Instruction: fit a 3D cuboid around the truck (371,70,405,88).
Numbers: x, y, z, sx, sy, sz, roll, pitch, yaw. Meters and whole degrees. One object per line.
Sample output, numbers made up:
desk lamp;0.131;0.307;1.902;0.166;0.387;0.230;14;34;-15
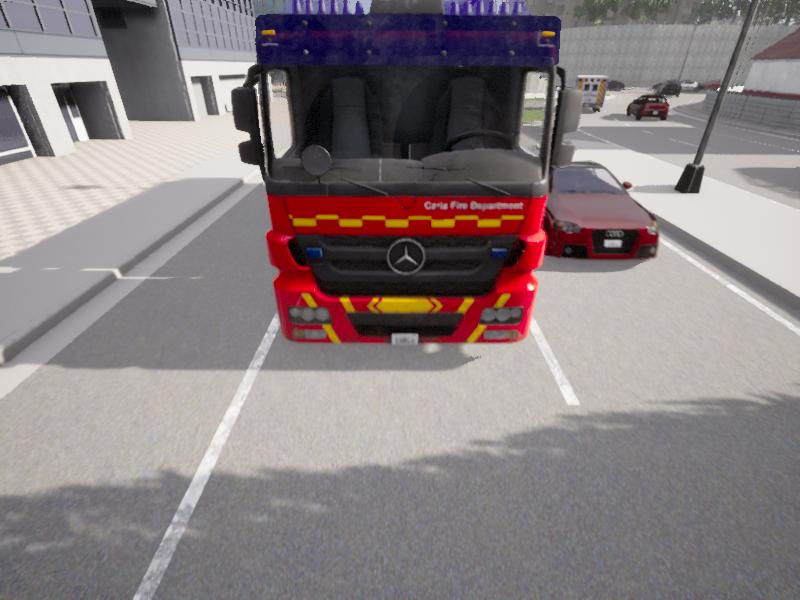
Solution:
truck;-1.983;-37.072;67.096;5.204;2.467;2.627;-21;35;-31

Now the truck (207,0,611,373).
truck;0.053;-2.955;7.299;2.891;3.827;8.468;0;30;0

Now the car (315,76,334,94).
car;-9.743;-27.829;51.773;1.905;1.878;3.866;-2;30;-3

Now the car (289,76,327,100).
car;-10.129;-23.175;43.641;2.150;2.045;5.566;-16;34;-25

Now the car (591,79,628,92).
car;31.271;-32.156;59.938;4.674;1.442;1.812;13;33;20

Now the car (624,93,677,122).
car;16.986;-13.253;27.406;1.816;1.474;4.193;7;31;12

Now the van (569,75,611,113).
van;15.675;-17.080;33.009;2.351;2.431;6.366;12;32;20

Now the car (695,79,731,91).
car;47.534;-32.668;60.851;3.633;1.501;1.845;1;30;1

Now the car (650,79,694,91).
car;41.452;-32.806;61.042;4.974;1.542;2.038;1;30;2

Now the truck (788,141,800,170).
truck;15.063;-4.092;11.073;2.390;2.098;6.274;0;30;0

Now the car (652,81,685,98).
car;32.223;-25.412;48.194;1.930;1.638;5.238;10;31;16

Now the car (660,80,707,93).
car;41.094;-31.071;58.072;4.974;1.542;2.038;2;30;2

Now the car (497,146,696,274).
car;3.543;-2.099;8.295;1.994;1.385;4.181;0;30;0
